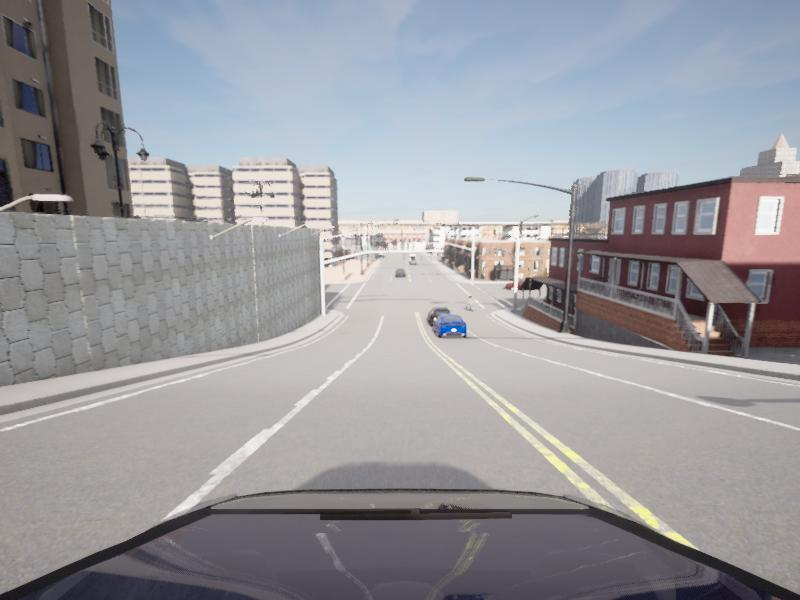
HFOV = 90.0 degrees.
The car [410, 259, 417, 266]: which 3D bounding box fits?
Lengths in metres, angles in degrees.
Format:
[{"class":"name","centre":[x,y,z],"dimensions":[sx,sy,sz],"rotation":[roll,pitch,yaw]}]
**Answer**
[{"class":"car","centre":[3.588,-10.214,107.967],"dimensions":[1.851,1.617,3.988],"rotation":[0,9,0]}]

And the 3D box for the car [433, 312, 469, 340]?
[{"class":"car","centre":[3.523,1.747,28.465],"dimensions":[1.882,1.535,5.008],"rotation":[0,1,0]}]

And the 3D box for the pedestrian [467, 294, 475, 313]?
[{"class":"pedestrian","centre":[7.506,0.394,42.442],"dimensions":[0.751,1.860,0.751],"rotation":[0,9,3]}]

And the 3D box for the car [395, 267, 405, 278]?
[{"class":"car","centre":[0.061,-5.309,77.934],"dimensions":[1.930,1.638,5.238],"rotation":[0,9,0]}]

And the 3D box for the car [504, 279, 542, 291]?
[{"class":"car","centre":[18.331,-2.254,59.747],"dimensions":[5.008,1.535,1.882],"rotation":[0,9,0]}]

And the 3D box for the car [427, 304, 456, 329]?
[{"class":"car","centre":[3.528,1.351,34.992],"dimensions":[2.033,1.649,4.856],"rotation":[0,5,0]}]
